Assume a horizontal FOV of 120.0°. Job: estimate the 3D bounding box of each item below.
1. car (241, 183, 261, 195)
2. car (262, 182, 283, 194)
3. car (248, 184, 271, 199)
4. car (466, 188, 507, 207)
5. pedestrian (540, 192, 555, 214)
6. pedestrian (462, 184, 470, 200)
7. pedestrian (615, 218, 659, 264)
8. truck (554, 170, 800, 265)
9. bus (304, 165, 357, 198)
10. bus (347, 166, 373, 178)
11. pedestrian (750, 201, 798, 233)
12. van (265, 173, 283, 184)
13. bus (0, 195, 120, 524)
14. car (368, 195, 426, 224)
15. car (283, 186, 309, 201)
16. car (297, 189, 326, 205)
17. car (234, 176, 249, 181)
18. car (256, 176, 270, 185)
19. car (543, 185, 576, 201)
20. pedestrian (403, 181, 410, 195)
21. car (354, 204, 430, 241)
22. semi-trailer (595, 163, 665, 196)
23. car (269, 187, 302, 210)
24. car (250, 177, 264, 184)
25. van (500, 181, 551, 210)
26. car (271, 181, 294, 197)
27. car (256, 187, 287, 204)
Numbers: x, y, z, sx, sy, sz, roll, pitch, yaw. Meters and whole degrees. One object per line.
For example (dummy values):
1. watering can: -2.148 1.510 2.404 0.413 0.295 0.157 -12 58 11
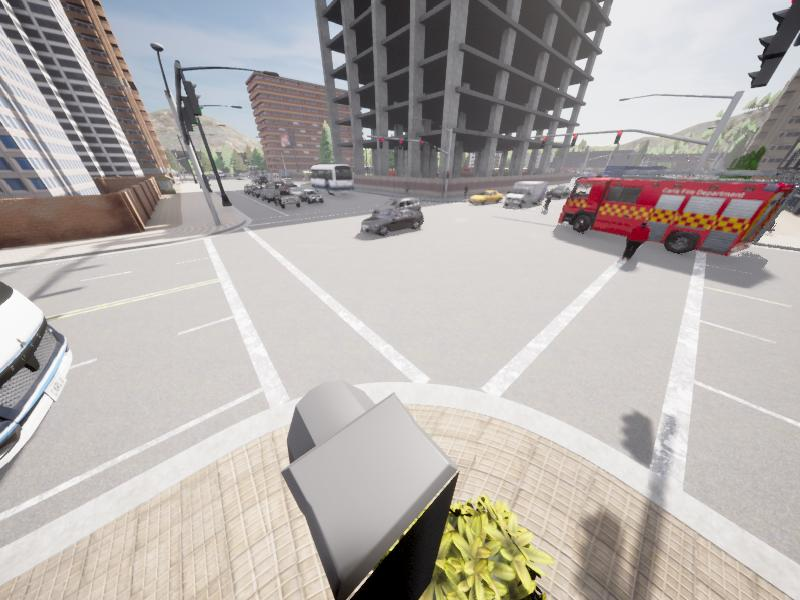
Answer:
1. car: -25.067 -18.693 38.909 1.816 1.474 4.193 -22 37 -34
2. car: -22.848 -20.105 41.335 1.837 1.490 4.892 -22 37 -33
3. car: -21.131 -16.369 34.750 1.851 1.617 3.988 -22 37 -34
4. car: 10.643 -12.650 28.336 5.366 1.575 1.801 -21 36 -32
5. pedestrian: 14.424 -9.520 22.587 0.751 1.860 0.751 19 35 30
6. pedestrian: 8.811 -14.436 30.795 0.751 1.860 0.751 4 30 7
7. pedestrian: 11.166 -2.800 10.947 0.751 1.860 0.751 -23 37 -34
8. truck: 14.710 -5.479 13.665 2.891 3.827 8.468 -13 32 -21
9. bus: -11.575 -19.792 38.037 3.944 4.253 10.273 -22 37 -33
10. bus: -16.947 -54.637 98.379 10.273 4.253 3.944 -23 37 -34
11. pedestrian: 24.669 -5.482 15.286 0.751 1.860 0.751 17 34 26
12. van: -34.049 -32.769 62.335 2.351 2.431 6.366 -22 37 -34
13. bus: -9.885 1.753 0.719 10.273 4.253 3.944 -23 37 -34
14. car: -0.220 -7.994 20.181 4.611 1.667 2.242 -23 37 -34
15. car: -14.901 -15.280 33.028 1.812 1.442 4.674 -22 37 -34
16. car: -11.249 -13.098 29.215 1.970 1.475 3.806 -22 37 -33
17. car: -51.348 -39.361 74.874 1.895 1.301 4.718 -3 30 -5
18. car: -34.676 -30.169 58.369 1.905 1.878 3.866 -22 37 -33
19. car: 22.903 -15.442 33.110 5.238 1.638 1.930 -23 37 -34
20. pedestrian: 1.055 -17.116 35.442 0.751 1.860 0.751 -23 37 -34
21. car: -0.422 -5.551 16.109 4.902 1.511 2.128 -23 37 -34
22. semi-trailer: 38.727 -20.317 38.778 14.254 4.402 2.717 -16 34 -26
23. car: -13.065 -11.646 26.299 1.932 1.855 4.605 -21 36 -32
24. car: -38.982 -32.606 62.970 2.128 1.511 4.902 -22 37 -34
25. van: 14.573 -12.227 26.756 6.366 2.431 2.351 -24 38 -35
26. car: -18.776 -17.815 36.971 1.905 1.878 3.866 -23 37 -34
27. car: -17.016 -13.831 30.482 2.163 1.488 4.792 -23 37 -34
